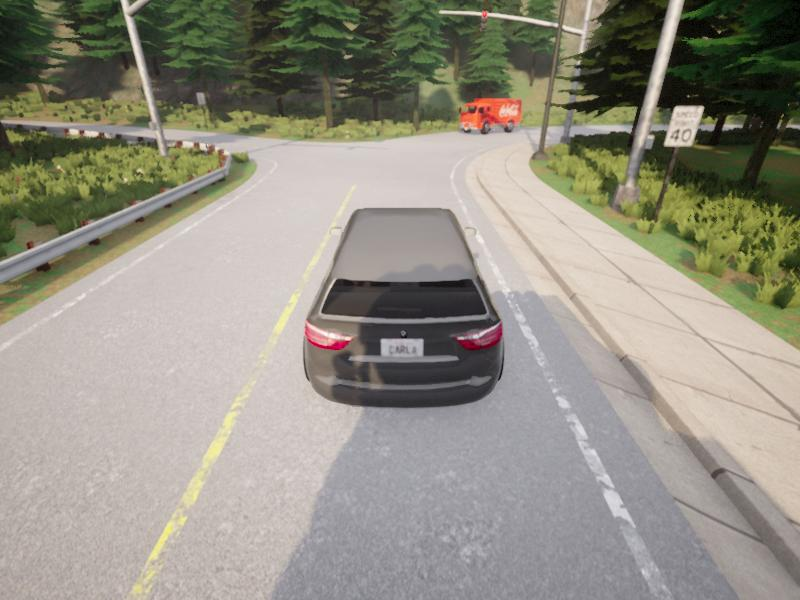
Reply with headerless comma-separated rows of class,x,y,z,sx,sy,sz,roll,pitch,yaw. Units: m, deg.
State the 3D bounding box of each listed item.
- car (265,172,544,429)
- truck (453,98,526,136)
car,0.043,-0.521,5.643,2.242,1.667,4.611,0,28,0
truck,7.098,-14.578,31.699,5.204,2.467,2.627,-20,34,-34
